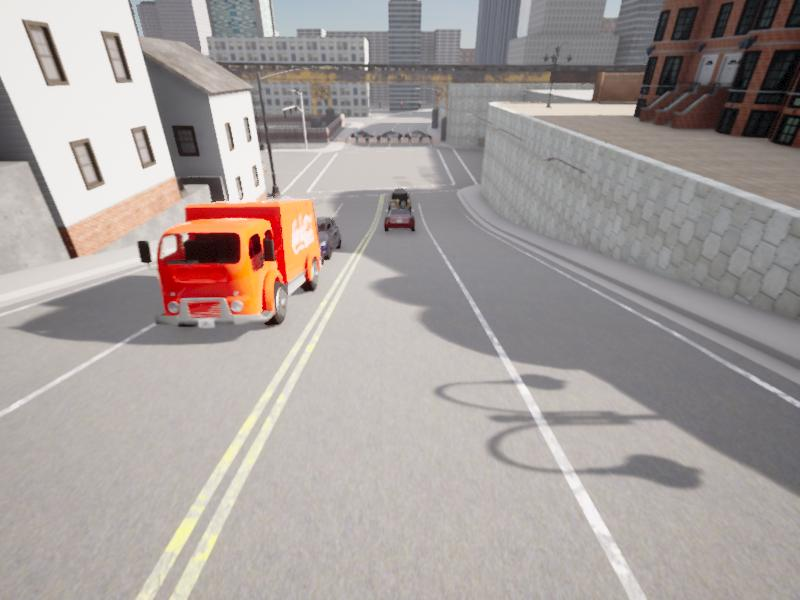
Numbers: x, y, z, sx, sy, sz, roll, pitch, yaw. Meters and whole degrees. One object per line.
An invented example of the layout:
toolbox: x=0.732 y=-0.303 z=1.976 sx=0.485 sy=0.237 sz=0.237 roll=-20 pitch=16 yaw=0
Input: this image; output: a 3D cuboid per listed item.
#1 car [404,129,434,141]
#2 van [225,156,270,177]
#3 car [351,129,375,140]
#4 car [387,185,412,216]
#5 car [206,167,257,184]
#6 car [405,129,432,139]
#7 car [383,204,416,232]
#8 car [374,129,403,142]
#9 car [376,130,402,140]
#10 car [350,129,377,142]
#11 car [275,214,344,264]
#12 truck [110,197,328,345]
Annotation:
car: x=3.373 y=-29.888 z=72.530 sx=4.974 sy=1.542 sz=2.038 roll=15 pitch=33 yaw=25
van: x=-17.997 y=-15.806 z=47.392 sx=4.442 sy=1.987 sz=1.775 roll=0 pitch=30 yaw=0
car: x=-6.645 y=-29.696 z=71.848 sx=4.536 sy=1.218 sz=1.853 roll=26 pitch=38 yaw=37
car: x=-0.008 y=-8.348 z=33.274 sx=1.932 sy=1.855 sz=4.605 roll=0 pitch=23 yaw=0
car: x=-18.608 y=-13.785 z=44.395 sx=4.674 sy=1.442 sz=1.812 roll=0 pitch=30 yaw=-1
car: x=3.328 y=-30.037 z=72.474 sx=4.536 sy=1.218 sz=1.853 roll=15 pitch=33 yaw=25
car: x=-0.013 y=-5.385 z=26.002 sx=1.994 sy=1.385 sz=4.181 roll=0 pitch=17 yaw=0
car: x=-2.000 y=-29.524 z=71.877 sx=4.974 sy=1.542 sz=2.038 roll=-20 pitch=35 yaw=-31
car: x=-1.958 y=-29.676 z=71.825 sx=4.536 sy=1.218 sz=1.853 roll=-20 pitch=35 yaw=-31
car: x=-6.608 y=-29.541 z=71.895 sx=4.974 sy=1.542 sz=2.038 roll=26 pitch=38 yaw=37
car: x=-3.511 y=-2.627 z=16.412 sx=1.816 sy=1.474 sz=4.193 roll=0 pitch=16 yaw=0
truck: x=-3.549 y=-1.085 z=9.568 sx=2.627 sy=2.467 sz=5.204 roll=-1 pitch=16 yaw=0
